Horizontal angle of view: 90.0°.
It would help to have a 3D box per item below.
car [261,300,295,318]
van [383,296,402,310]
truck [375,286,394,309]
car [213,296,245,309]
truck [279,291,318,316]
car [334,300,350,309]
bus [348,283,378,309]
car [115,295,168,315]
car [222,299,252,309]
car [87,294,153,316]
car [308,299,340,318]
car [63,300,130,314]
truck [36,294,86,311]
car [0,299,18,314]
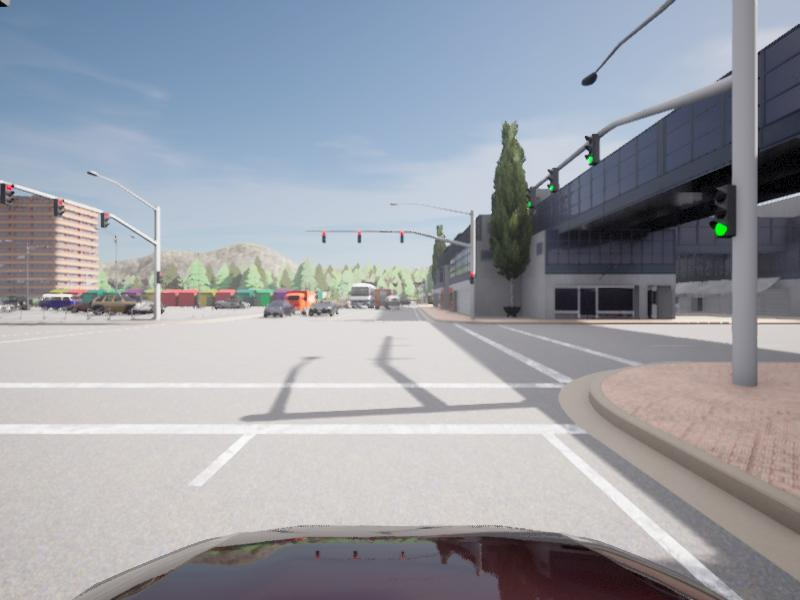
[{"bbox_3d":[-10.616,0.776,34.976,1.845,1.501,3.633,0,0,1],"label":"car"},{"bbox_3d":[-1.223,0.477,61.006,2.069,2.038,4.480,0,-1,-11],"label":"van"},{"bbox_3d":[-2.718,-0.428,71.277,2.891,3.827,8.468,0,0,2],"label":"truck"},{"bbox_3d":[-24.907,0.415,58.281,3.866,1.878,1.905,0,0,0],"label":"car"},{"bbox_3d":[-10.505,0.290,41.765,2.627,2.467,5.204,0,0,1],"label":"truck"},{"bbox_3d":[-9.823,0.717,67.650,1.801,1.575,5.366,0,0,2],"label":"car"},{"bbox_3d":[-6.170,-0.638,68.818,3.944,4.253,10.273,0,0,2],"label":"bus"},{"bbox_3d":[-24.890,0.444,38.657,3.866,1.878,1.905,0,0,0],"label":"car"},{"bbox_3d":[-24.893,0.650,61.176,3.806,1.475,1.970,0,0,0],"label":"car"},{"bbox_3d":[-24.947,0.445,35.763,4.605,1.855,1.932,0,0,0],"label":"car"},{"bbox_3d":[-7.093,0.725,37.841,2.152,1.651,5.027,0,0,0],"label":"car"},{"bbox_3d":[-31.328,0.673,41.380,5.357,1.415,2.033,0,0,0],"label":"car"},{"bbox_3d":[-42.378,0.330,50.060,4.478,2.038,2.069,0,0,0],"label":"truck"},{"bbox_3d":[-42.354,0.679,41.381,3.806,1.475,1.970,0,0,0],"label":"car"}]
